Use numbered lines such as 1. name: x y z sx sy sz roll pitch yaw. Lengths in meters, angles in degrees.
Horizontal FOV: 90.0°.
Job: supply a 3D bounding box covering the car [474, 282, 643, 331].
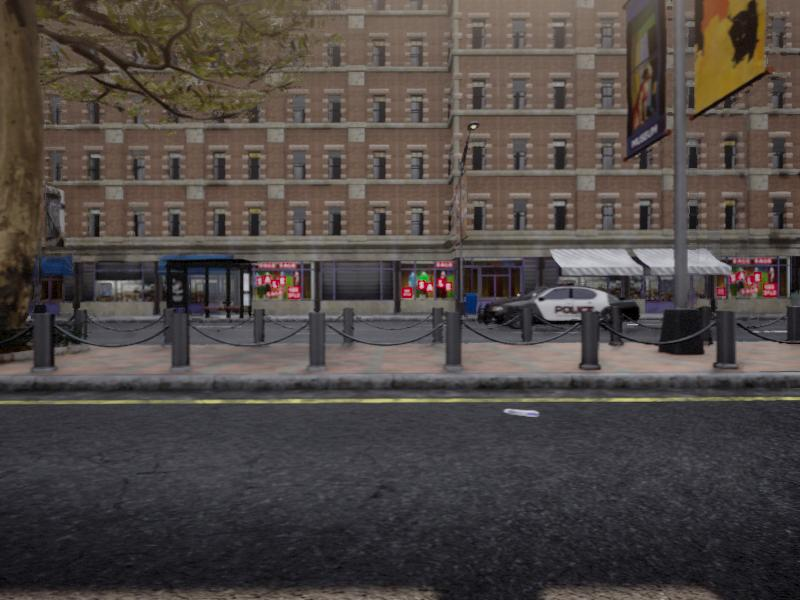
1. car: 5.226 0.208 13.699 4.974 1.542 2.038 0 0 0
